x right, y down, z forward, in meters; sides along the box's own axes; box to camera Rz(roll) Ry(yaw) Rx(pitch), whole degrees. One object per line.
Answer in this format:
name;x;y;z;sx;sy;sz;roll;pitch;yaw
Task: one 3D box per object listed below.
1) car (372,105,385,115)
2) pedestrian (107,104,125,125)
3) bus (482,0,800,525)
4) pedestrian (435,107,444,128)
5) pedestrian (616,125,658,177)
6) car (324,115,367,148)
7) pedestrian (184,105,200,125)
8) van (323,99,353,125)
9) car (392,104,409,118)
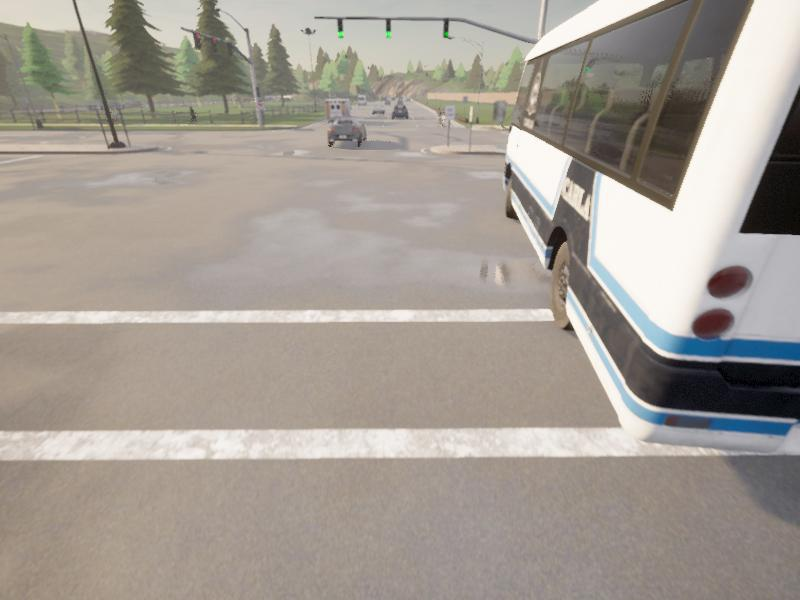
car;-3.463;-31.534;66.225;1.895;1.301;4.718;0;27;0
pedestrian;-28.819;-18.833;40.653;0.751;1.860;0.751;2;27;4
bus;3.871;-2.457;6.688;3.944;4.253;10.273;3;27;6
pedestrian;3.849;-17.649;38.661;0.751;1.860;0.751;2;27;3
pedestrian;9.434;-5.948;15.993;0.751;1.860;0.751;0;27;0
car;-3.488;-11.281;26.648;2.152;1.651;5.027;0;27;0
pedestrian;-20.763;-18.505;40.009;0.751;1.860;0.751;2;27;3
van;-6.974;-21.721;45.990;2.351;2.431;6.366;0;27;0
car;0.029;-26.496;56.060;2.242;1.667;4.611;0;27;0
